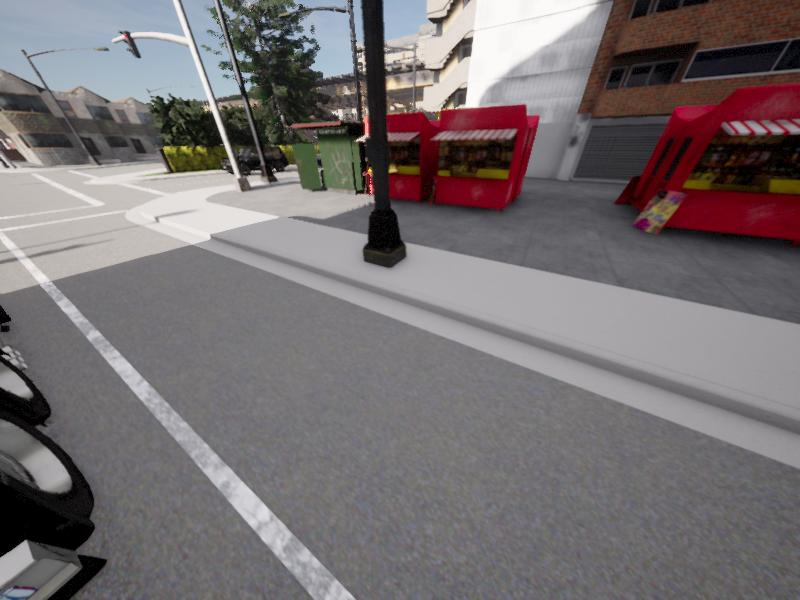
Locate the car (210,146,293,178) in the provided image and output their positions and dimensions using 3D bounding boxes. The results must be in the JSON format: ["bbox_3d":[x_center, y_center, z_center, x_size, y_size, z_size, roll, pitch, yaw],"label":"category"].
[{"bbox_3d":[-12.778,-12.358,20.452,2.150,2.045,5.566,18,38,25],"label":"car"}]

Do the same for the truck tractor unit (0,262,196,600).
[{"bbox_3d":[-5.101,-0.310,0.790,6.516,4.208,3.053,19,39,24],"label":"truck tractor unit"}]

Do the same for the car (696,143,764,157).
[{"bbox_3d":[47.784,-21.828,33.678,5.238,1.638,1.930,18,38,25],"label":"car"}]
